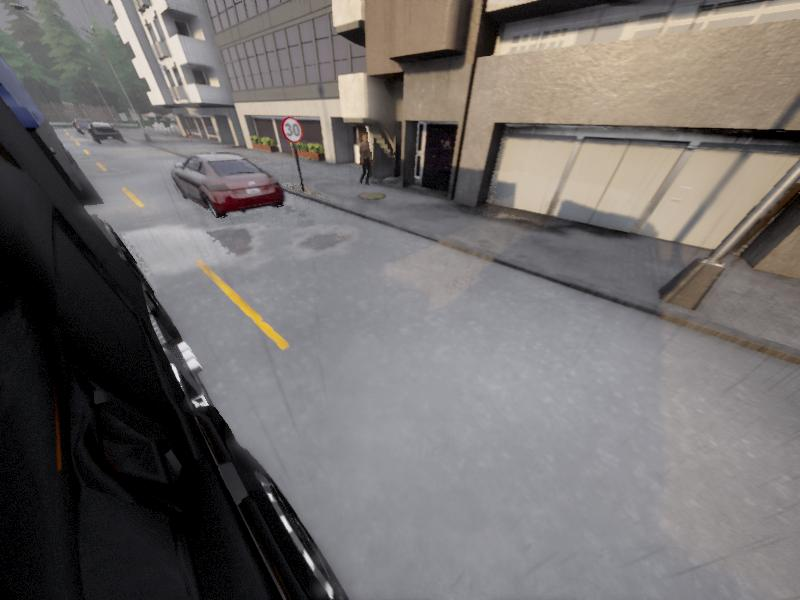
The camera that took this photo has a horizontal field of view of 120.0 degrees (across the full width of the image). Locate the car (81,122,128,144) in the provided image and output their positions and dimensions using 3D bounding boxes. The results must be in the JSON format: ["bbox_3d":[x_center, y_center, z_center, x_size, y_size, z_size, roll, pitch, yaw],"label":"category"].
[{"bbox_3d":[-27.305,-15.453,21.331,4.892,1.490,1.837,28,44,30],"label":"car"}]

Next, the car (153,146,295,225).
[{"bbox_3d":[-5.498,-3.787,7.219,4.181,1.385,1.994,28,44,30],"label":"car"}]

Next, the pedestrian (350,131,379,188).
[{"bbox_3d":[-1.407,-5.700,9.405,0.751,1.860,0.751,-27,46,-33],"label":"pedestrian"}]

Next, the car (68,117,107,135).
[{"bbox_3d":[-39.859,-22.198,29.449,5.027,1.651,2.152,28,44,30],"label":"car"}]

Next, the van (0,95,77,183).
[{"bbox_3d":[-16.406,-6.944,9.778,5.915,2.561,1.988,28,44,30],"label":"van"}]

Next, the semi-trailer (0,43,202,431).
[{"bbox_3d":[-8.699,-3.603,4.228,14.254,4.402,2.717,28,44,30],"label":"semi-trailer"}]

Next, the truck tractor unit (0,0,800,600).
[{"bbox_3d":[-2.645,-0.295,0.351,6.516,4.208,3.053,28,44,30],"label":"truck tractor unit"}]
